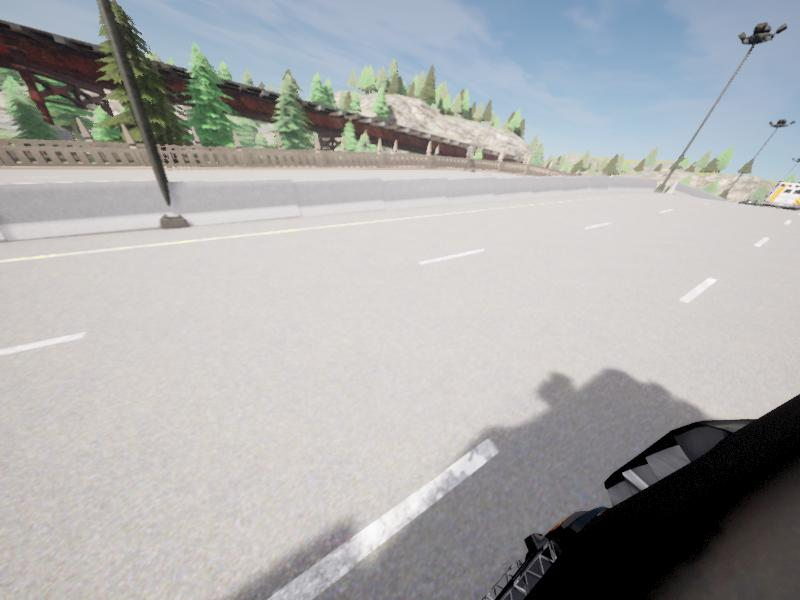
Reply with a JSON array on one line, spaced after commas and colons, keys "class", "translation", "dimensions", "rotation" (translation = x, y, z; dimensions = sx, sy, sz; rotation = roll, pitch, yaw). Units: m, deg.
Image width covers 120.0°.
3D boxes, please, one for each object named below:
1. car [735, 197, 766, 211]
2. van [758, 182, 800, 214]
[{"class": "car", "translation": [54.662, -14.946, 36.053], "dimensions": [3.806, 1.475, 1.970], "rotation": [-10, 35, -30]}, {"class": "van", "translation": [42.227, -11.007, 25.104], "dimensions": [6.366, 2.431, 2.351], "rotation": [-10, 35, -30]}]
